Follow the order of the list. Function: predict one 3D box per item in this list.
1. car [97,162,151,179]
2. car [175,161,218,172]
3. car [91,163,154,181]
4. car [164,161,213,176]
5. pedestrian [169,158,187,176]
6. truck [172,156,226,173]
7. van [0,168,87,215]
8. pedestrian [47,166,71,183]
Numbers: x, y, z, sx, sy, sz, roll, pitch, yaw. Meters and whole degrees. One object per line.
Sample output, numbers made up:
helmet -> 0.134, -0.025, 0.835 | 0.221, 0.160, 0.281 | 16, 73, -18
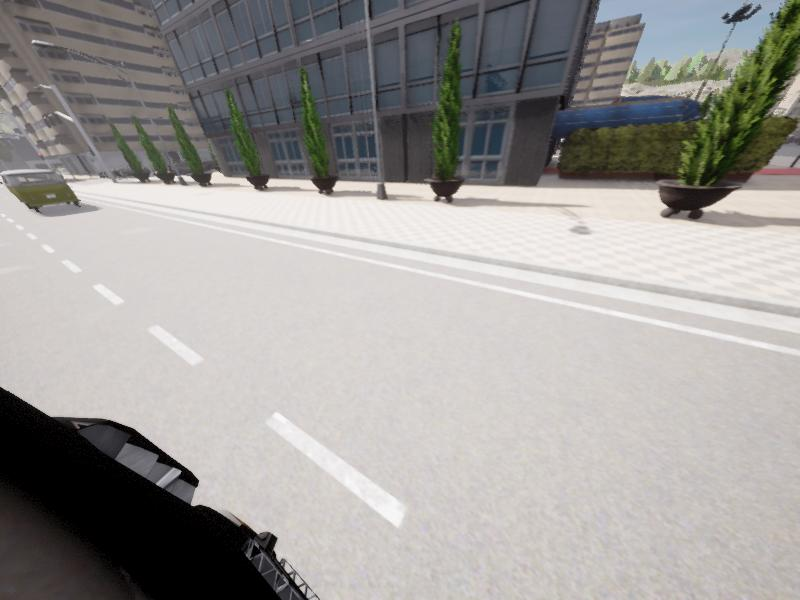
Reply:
car -> -41.401, -19.554, 34.774 | 2.097, 1.767, 4.553 | 17, 38, 27
car -> -36.546, -24.126, 41.651 | 2.033, 1.411, 5.357 | 16, 38, 26
car -> -38.757, -18.083, 32.500 | 1.930, 1.638, 5.238 | 15, 37, 24
car -> -30.165, -18.868, 33.138 | 2.007, 1.525, 4.514 | 16, 38, 26
pedestrian -> -27.799, -16.614, 28.945 | 0.751, 1.860, 0.751 | 9, 35, 18
truck -> -33.973, -23.114, 39.295 | 2.390, 2.098, 6.274 | 16, 38, 26
van -> -20.477, -6.267, 13.121 | 4.442, 1.987, 1.775 | 16, 38, 26
pedestrian -> -44.694, -16.473, 30.309 | 0.751, 1.860, 0.751 | 8, 35, 16
